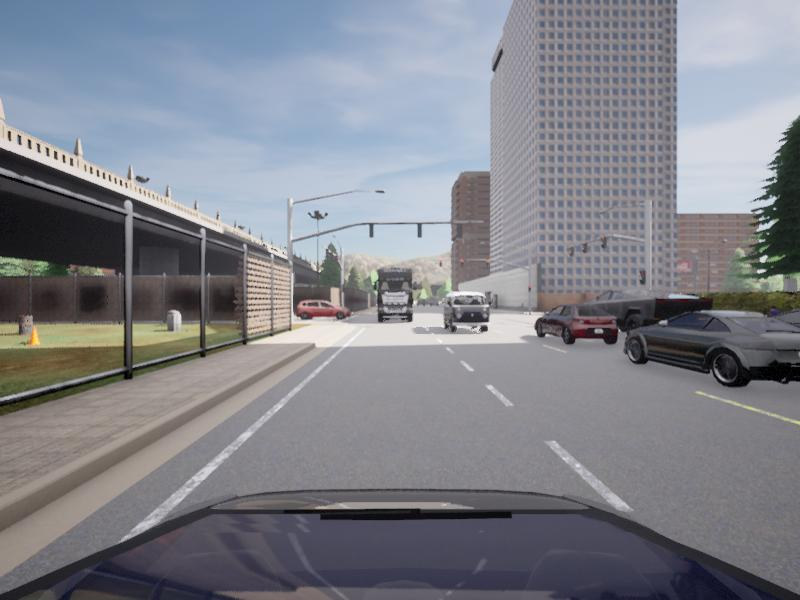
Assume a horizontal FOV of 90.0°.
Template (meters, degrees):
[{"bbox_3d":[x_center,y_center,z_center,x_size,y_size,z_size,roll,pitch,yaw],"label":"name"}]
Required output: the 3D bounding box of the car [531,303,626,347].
[{"bbox_3d":[6.807,0.873,15.810,1.816,1.474,4.193,0,0,-1],"label":"car"}]

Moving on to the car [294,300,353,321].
[{"bbox_3d":[-6.445,0.841,34.021,4.611,1.667,2.242,0,0,-1],"label":"car"}]

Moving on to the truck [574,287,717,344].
[{"bbox_3d":[10.287,0.563,17.646,2.390,2.098,6.274,0,0,-1],"label":"truck"}]

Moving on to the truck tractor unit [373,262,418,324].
[{"bbox_3d":[-0.358,-0.459,30.736,3.053,4.208,6.516,0,0,-1],"label":"truck tractor unit"}]

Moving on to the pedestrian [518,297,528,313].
[{"bbox_3d":[14.336,0.547,46.697,0.751,1.860,0.751,0,0,-24],"label":"pedestrian"}]

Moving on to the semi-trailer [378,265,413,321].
[{"bbox_3d":[-0.448,-0.550,38.649,2.717,4.402,14.254,0,0,-1],"label":"semi-trailer"}]

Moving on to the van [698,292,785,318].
[{"bbox_3d":[32.367,0.476,38.057,6.366,2.431,2.351,0,0,-1],"label":"van"}]

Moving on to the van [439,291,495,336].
[{"bbox_3d":[3.255,0.594,20.364,2.069,2.038,4.480,0,0,-1],"label":"van"}]

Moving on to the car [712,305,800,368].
[{"bbox_3d":[10.376,0.881,9.786,1.812,1.442,4.674,0,0,-1],"label":"car"}]

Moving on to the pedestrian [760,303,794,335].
[{"bbox_3d":[15.906,0.784,16.895,0.751,1.300,0.751,0,0,-1],"label":"pedestrian"}]

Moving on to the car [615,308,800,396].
[{"bbox_3d":[6.896,0.918,8.811,1.994,1.385,4.181,0,0,-2],"label":"car"}]
